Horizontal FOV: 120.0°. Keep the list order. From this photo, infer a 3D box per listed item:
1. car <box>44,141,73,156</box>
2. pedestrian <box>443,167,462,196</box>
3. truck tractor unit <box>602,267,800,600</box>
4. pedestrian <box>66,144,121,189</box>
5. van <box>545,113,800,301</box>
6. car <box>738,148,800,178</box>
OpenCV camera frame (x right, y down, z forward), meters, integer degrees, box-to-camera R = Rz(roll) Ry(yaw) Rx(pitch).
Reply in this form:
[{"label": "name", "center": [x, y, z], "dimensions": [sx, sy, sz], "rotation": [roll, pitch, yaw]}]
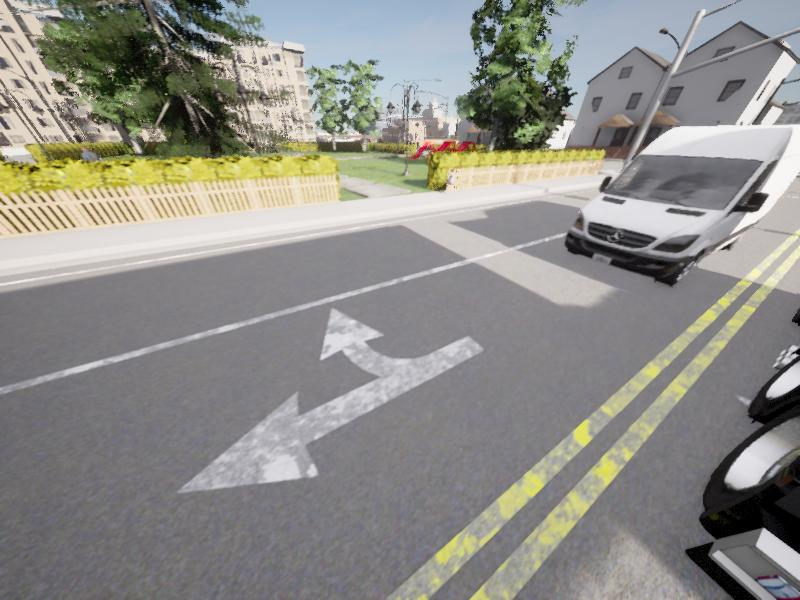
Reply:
[{"label": "car", "center": [-54.470, -24.226, 36.933], "dimensions": [1.789, 1.549, 3.705], "rotation": [-28, 48, -35]}, {"label": "pedestrian", "center": [2.380, -5.432, 10.568], "dimensions": [0.500, 1.100, 0.500], "rotation": [-16, 38, -22]}, {"label": "truck tractor unit", "center": [5.114, -0.298, 0.778], "dimensions": [6.516, 4.208, 3.053], "rotation": [-18, 39, -24]}, {"label": "pedestrian", "center": [-15.177, -6.650, 11.497], "dimensions": [0.751, 1.860, 0.751], "rotation": [16, 38, 22]}, {"label": "van", "center": [6.508, -2.336, 5.201], "dimensions": [5.915, 2.561, 1.988], "rotation": [-17, 39, -24]}, {"label": "car", "center": [31.041, -10.695, 18.022], "dimensions": [4.605, 1.855, 1.932], "rotation": [16, 39, 21]}]
